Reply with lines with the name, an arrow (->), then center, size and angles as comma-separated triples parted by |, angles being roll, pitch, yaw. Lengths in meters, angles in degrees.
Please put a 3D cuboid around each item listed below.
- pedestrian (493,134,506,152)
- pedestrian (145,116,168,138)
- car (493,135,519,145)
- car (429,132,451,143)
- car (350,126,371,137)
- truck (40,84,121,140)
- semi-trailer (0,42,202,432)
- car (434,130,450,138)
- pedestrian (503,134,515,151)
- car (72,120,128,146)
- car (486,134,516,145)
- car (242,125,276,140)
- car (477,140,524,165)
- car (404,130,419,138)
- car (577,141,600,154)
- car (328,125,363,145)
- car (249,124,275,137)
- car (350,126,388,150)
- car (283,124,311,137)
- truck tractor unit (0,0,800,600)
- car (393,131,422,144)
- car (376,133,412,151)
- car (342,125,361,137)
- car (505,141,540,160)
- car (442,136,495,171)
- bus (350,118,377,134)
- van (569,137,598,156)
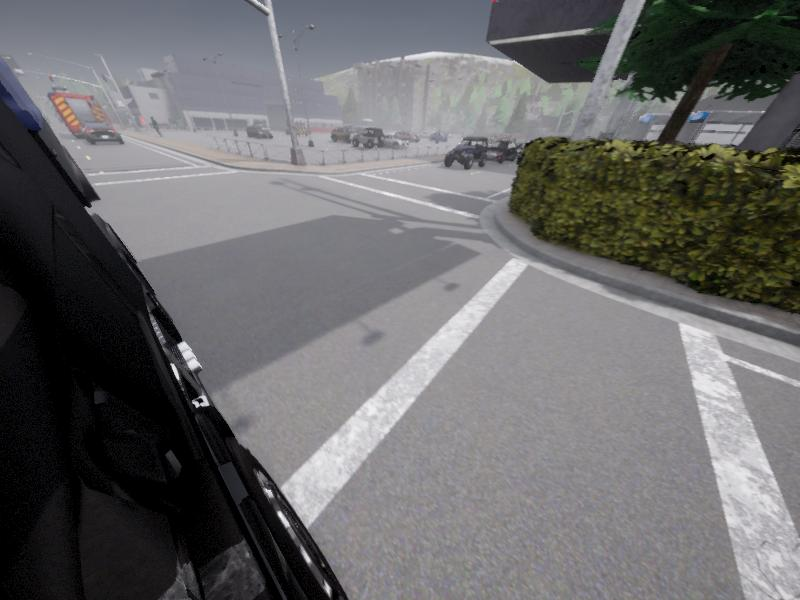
pedestrian -> 12.688, -20.039, 29.470 | 0.751, 1.860, 0.751 | 28, 44, 30
pedestrian -> -26.170, -18.600, 24.831 | 0.751, 1.860, 0.751 | 0, 37, -3
car -> 23.121, -35.076, 50.555 | 4.514, 1.523, 2.007 | 28, 44, 30
car -> 7.677, -31.591, 44.908 | 3.633, 1.501, 1.845 | 28, 44, 30
car -> -8.853, -37.722, 51.718 | 4.605, 1.855, 1.932 | 28, 44, 30
truck -> -32.036, -18.656, 23.197 | 8.468, 3.827, 2.891 | 28, 44, 30
semi-trailer -> -8.692, -3.660, 4.161 | 14.254, 4.402, 2.717 | 29, 44, 29
car -> 13.630, -53.744, 74.885 | 4.605, 1.855, 1.932 | 27, 43, 29
pedestrian -> 15.017, -21.644, 31.761 | 0.751, 1.860, 0.751 | 27, 43, 29
car -> -25.260, -14.098, 19.436 | 4.974, 1.542, 2.038 | 28, 44, 30
car -> 21.152, -33.680, 48.551 | 5.027, 1.636, 2.152 | 28, 44, 30
car -> -19.412, -23.038, 31.764 | 4.514, 1.523, 2.007 | 28, 44, 30
car -> 9.176, -13.472, 20.961 | 2.033, 1.649, 4.856 | 28, 44, 30
car -> 3.151, -45.633, 63.498 | 3.633, 1.501, 1.845 | 28, 44, 30
car -> 30.280, -24.515, 37.114 | 2.007, 1.525, 4.514 | 28, 44, 30
car -> -7.280, -22.185, 31.036 | 4.605, 1.855, 1.932 | 28, 44, 30
car -> -22.467, -27.571, 37.528 | 3.806, 1.475, 1.970 | 28, 44, 30
car -> -3.352, -17.554, 25.050 | 3.866, 1.878, 1.905 | 28, 44, 30
car -> -18.600, -30.593, 41.676 | 5.027, 1.636, 2.152 | 28, 44, 30
truck tractor unit -> -2.645, -0.295, 0.351 | 6.516, 4.208, 3.053 | 28, 44, 30
car -> 1.241, -27.223, 38.634 | 4.514, 1.523, 2.007 | 28, 44, 30
car -> -0.763, -18.543, 27.007 | 3.806, 1.475, 1.970 | 28, 44, 30
car -> -10.398, -36.291, 49.674 | 3.866, 1.878, 1.905 | 28, 44, 30
car -> 13.253, -16.182, 24.963 | 1.970, 1.475, 3.806 | 28, 44, 30
car -> 5.016, -10.750, 16.845 | 1.905, 1.878, 3.866 | 28, 44, 30
bus -> -13.928, -66.447, 88.183 | 10.273, 4.253, 3.944 | 27, 43, 29
van -> 26.169, -21.922, 32.965 | 2.069, 2.038, 4.480 | 28, 44, 30
